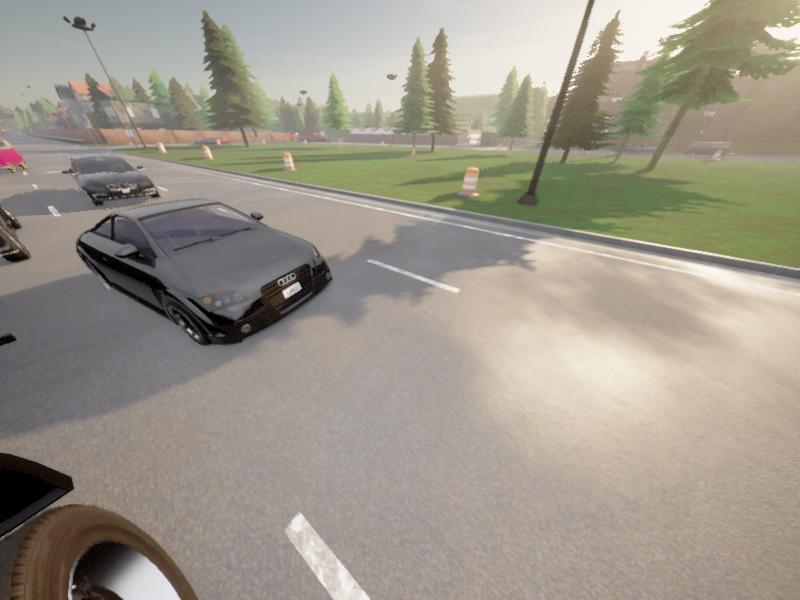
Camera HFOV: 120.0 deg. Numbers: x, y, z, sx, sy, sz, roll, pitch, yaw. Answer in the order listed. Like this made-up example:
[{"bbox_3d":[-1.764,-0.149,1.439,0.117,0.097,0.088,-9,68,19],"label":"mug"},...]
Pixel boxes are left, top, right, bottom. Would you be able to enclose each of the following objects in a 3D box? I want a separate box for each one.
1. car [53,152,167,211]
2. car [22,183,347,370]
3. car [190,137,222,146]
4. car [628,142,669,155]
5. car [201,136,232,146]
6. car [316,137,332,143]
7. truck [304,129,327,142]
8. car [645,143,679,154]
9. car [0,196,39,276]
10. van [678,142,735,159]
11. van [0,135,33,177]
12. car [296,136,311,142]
[{"bbox_3d":[-11.743,-4.966,9.321,4.892,1.490,1.837,24,42,29],"label":"car"},{"bbox_3d":[-3.256,-0.820,3.776,4.181,1.385,1.994,17,38,21],"label":"car"},{"bbox_3d":[-40.653,-33.285,48.515,2.007,1.525,4.514,17,39,22],"label":"car"},{"bbox_3d":[44.799,-27.461,41.844,4.611,1.667,2.242,23,41,28],"label":"car"},{"bbox_3d":[-41.714,-36.277,52.622,2.242,1.667,4.611,19,39,24],"label":"car"},{"bbox_3d":[-25.907,-54.494,78.662,5.027,1.651,2.152,23,41,28],"label":"car"},{"bbox_3d":[-30.802,-60.060,84.227,8.468,3.827,2.891,23,41,28],"label":"truck"},{"bbox_3d":[48.794,-28.229,43.090,3.705,1.549,1.789,23,41,28],"label":"car"},{"bbox_3d":[-9.992,-1.694,4.654,5.027,1.651,2.152,23,41,28],"label":"car"},{"bbox_3d":[45.451,-22.339,34.401,4.442,1.987,1.775,23,41,28],"label":"van"},{"bbox_3d":[-25.200,-8.830,14.051,1.775,1.987,4.442,-28,45,-34],"label":"van"},{"bbox_3d":[-33.289,-55.184,79.315,4.611,1.667,2.242,23,41,28],"label":"car"}]
